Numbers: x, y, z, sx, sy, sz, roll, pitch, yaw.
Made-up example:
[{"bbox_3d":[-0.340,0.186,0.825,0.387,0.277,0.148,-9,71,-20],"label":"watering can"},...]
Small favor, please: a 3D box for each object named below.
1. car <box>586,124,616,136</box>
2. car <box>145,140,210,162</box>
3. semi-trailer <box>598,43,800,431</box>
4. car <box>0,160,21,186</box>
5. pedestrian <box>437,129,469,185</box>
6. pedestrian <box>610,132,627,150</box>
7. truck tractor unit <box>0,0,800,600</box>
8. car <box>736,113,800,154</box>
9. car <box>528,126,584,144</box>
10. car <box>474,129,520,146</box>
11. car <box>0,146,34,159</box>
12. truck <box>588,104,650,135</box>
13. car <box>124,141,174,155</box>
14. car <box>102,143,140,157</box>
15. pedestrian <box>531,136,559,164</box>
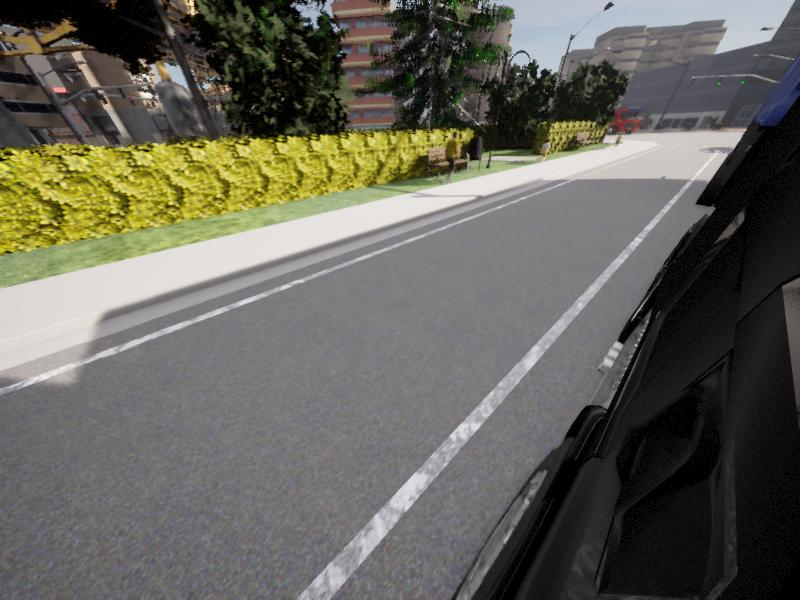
[{"bbox_3d":[34.019,-28.822,39.231,1.970,1.475,3.806,2,36,5],"label":"car"},{"bbox_3d":[-24.871,-16.898,26.143,2.152,1.651,5.027,2,37,6],"label":"car"},{"bbox_3d":[8.701,-3.583,4.252,14.254,4.402,2.717,-28,44,-30],"label":"semi-trailer"},{"bbox_3d":[-26.459,-6.885,12.889,1.801,1.575,5.366,2,37,5],"label":"car"},{"bbox_3d":[2.131,-5.850,9.479,0.751,1.860,0.751,-25,43,-28],"label":"pedestrian"},{"bbox_3d":[17.477,-12.735,18.495,0.500,1.100,0.500,-28,44,-30],"label":"pedestrian"},{"bbox_3d":[2.645,-0.295,0.351,6.516,4.208,3.053,-28,44,-30],"label":"truck tractor unit"},{"bbox_3d":[26.338,-11.700,16.115,5.566,2.045,2.150,-25,42,-27],"label":"car"},{"bbox_3d":[18.936,-20.302,28.375,5.027,1.651,2.152,2,37,6],"label":"car"},{"bbox_3d":[12.041,-20.478,29.091,4.792,1.488,2.163,2,37,6],"label":"car"},{"bbox_3d":[-66.983,-25.319,39.635,4.974,1.542,2.038,2,37,5],"label":"car"},{"bbox_3d":[37.690,-31.247,40.366,2.891,3.827,8.468,2,36,5],"label":"truck"},{"bbox_3d":[-40.489,-24.669,37.369,4.974,1.542,2.038,-10,38,-11],"label":"car"},{"bbox_3d":[-41.197,-22.187,34.092,4.974,1.542,2.038,18,41,25],"label":"car"},{"bbox_3d":[8.424,-8.739,13.471,0.751,1.300,0.751,-23,42,-26],"label":"pedestrian"}]
